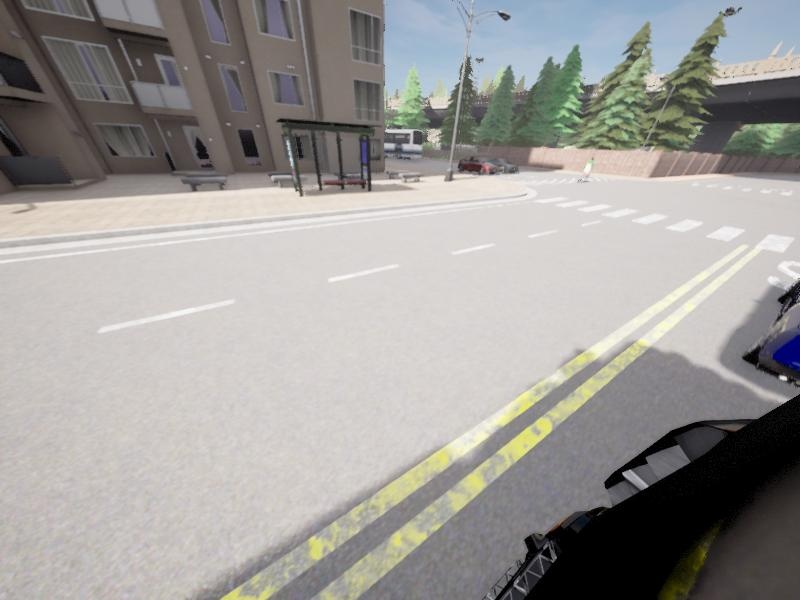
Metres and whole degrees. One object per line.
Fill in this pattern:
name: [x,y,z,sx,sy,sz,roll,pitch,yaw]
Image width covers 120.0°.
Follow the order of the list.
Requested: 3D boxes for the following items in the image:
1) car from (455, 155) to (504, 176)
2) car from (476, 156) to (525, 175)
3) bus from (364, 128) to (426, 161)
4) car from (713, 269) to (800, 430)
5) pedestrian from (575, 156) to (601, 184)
car: [7.610,-13.129,22.491,1.816,1.474,4.193,-17,38,-26]
car: [10.405,-14.181,24.331,1.994,1.385,4.181,-17,39,-27]
bus: [-1.116,-26.981,40.122,10.273,4.253,3.944,25,39,30]
car: [6.106,0.301,2.620,4.718,1.301,1.895,-16,38,-26]
pedestrian: [15.114,-10.475,18.608,0.751,1.860,0.751,-12,36,-20]
